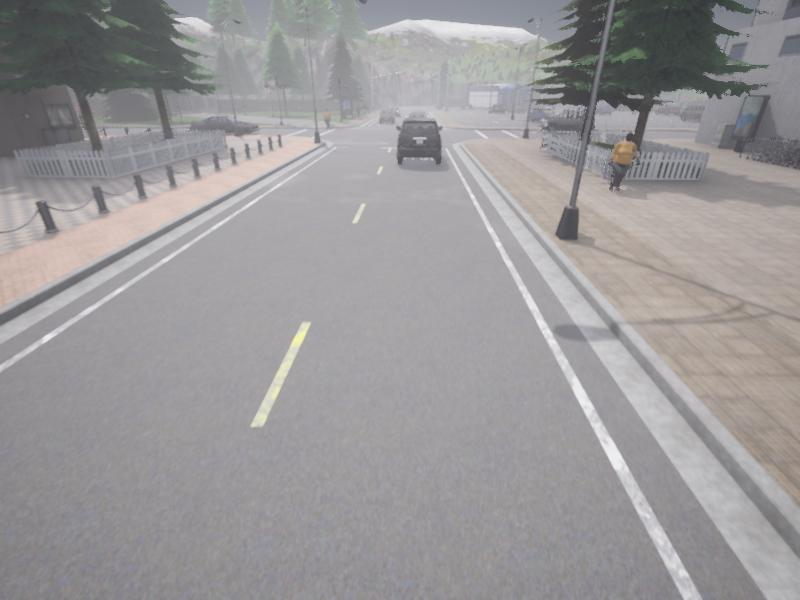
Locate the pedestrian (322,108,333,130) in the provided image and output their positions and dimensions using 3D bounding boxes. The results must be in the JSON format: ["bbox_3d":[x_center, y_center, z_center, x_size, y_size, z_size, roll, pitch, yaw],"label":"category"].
[{"bbox_3d":[-6.885,-17.210,37.977,0.751,1.860,0.751,-8,28,-16],"label":"pedestrian"}]

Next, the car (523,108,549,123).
[{"bbox_3d":[16.060,-21.835,47.289,1.845,1.501,3.633,1,27,2],"label":"car"}]

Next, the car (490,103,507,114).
[{"bbox_3d":[17.267,-33.749,70.406,2.007,1.523,4.514,1,27,2],"label":"car"}]

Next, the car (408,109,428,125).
[{"bbox_3d":[2.070,-21.084,46.044,2.163,1.488,4.792,1,27,2],"label":"car"}]

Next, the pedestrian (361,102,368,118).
[{"bbox_3d":[-4.839,-26.013,54.798,0.751,1.860,0.751,0,27,-1],"label":"pedestrian"}]

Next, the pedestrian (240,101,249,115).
[{"bbox_3d":[-23.675,-29.270,61.035,0.751,1.860,0.751,-18,32,-32],"label":"pedestrian"}]

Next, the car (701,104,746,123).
[{"bbox_3d":[37.539,-21.719,46.529,1.905,1.878,3.866,1,27,2],"label":"car"}]

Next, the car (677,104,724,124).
[{"bbox_3d":[34.617,-21.581,46.290,1.932,1.855,4.605,1,27,2],"label":"car"}]

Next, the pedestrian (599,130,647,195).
[{"bbox_3d":[7.055,-4.381,12.748,0.751,1.860,0.751,3,27,6],"label":"pedestrian"}]

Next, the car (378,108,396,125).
[{"bbox_3d":[-1.462,-21.124,46.024,1.789,1.549,3.705,1,27,2],"label":"car"}]

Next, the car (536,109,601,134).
[{"bbox_3d":[14.599,-15.584,34.941,4.605,1.855,1.932,1,27,2],"label":"car"}]

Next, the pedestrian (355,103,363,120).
[{"bbox_3d":[-5.239,-23.983,50.846,0.751,1.860,0.751,5,28,10],"label":"pedestrian"}]

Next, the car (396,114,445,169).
[{"bbox_3d":[0.980,-8.183,20.313,2.150,2.045,5.566,1,27,2],"label":"car"}]

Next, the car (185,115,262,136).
[{"bbox_3d":[-14.517,-14.458,33.123,5.357,1.411,2.033,1,27,2],"label":"car"}]

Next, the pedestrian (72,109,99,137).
[{"bbox_3d":[-22.928,-12.917,29.181,0.751,1.860,0.751,1,27,2],"label":"pedestrian"}]

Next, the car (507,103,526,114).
[{"bbox_3d":[20.403,-33.707,70.322,2.152,1.636,5.027,1,27,2],"label":"car"}]

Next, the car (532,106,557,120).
[{"bbox_3d":[19.383,-25.143,53.767,1.970,1.475,3.806,1,27,2],"label":"car"}]

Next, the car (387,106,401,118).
[{"bbox_3d":[-0.875,-28.328,60.199,1.970,1.475,3.806,1,27,2],"label":"car"}]
